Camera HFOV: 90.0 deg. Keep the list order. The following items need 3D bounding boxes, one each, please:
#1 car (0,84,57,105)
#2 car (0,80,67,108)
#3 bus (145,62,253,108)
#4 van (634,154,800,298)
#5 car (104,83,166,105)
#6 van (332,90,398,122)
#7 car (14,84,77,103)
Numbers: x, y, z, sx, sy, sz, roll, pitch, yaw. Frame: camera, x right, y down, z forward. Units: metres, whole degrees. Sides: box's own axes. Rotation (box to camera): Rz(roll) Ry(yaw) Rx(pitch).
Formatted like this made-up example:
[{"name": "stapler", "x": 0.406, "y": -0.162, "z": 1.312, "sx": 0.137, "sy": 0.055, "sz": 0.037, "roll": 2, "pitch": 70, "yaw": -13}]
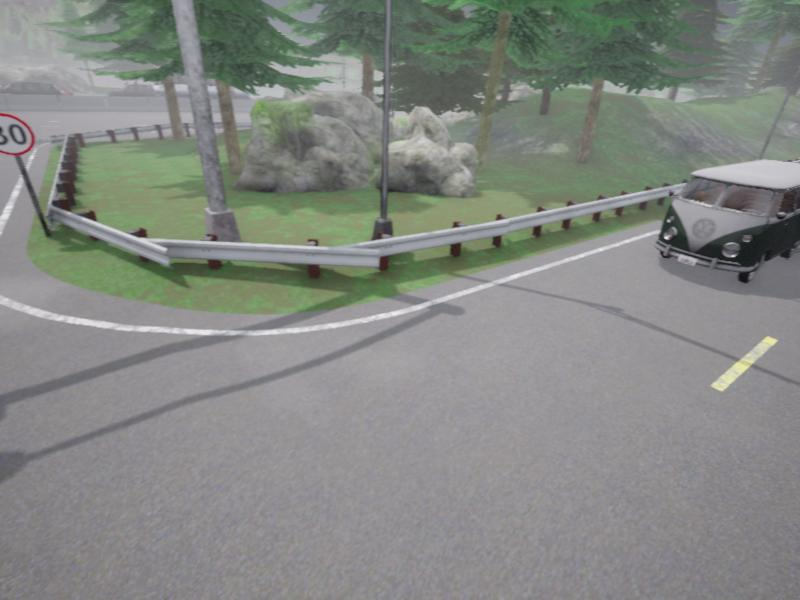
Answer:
[{"name": "car", "x": -36.937, "y": -20.065, "z": 39.137, "sx": 4.856, "sy": 1.649, "sz": 2.033, "roll": -16, "pitch": 34, "yaw": -32}, {"name": "car", "x": -34.499, "y": -18.951, "z": 36.825, "sx": 5.566, "sy": 2.045, "sz": 2.150, "roll": -16, "pitch": 33, "yaw": -32}, {"name": "bus", "x": -23.343, "y": -25.174, "z": 47.129, "sx": 10.273, "sy": 4.253, "sz": 3.944, "roll": -17, "pitch": 34, "yaw": -32}, {"name": "van", "x": 7.276, "y": -1.797, "z": 8.459, "sx": 4.442, "sy": 1.987, "sz": 1.775, "roll": -16, "pitch": 34, "yaw": -32}, {"name": "car", "x": -30.900, "y": -24.061, "z": 46.716, "sx": 5.566, "sy": 2.045, "sz": 2.150, "roll": -16, "pitch": 34, "yaw": -32}, {"name": "van", "x": -3.245, "y": -18.351, "z": 37.952, "sx": 5.915, "sy": 2.561, "sz": 1.988, "roll": -16, "pitch": 33, "yaw": -32}, {"name": "car", "x": -37.500, "y": -21.936, "z": 42.546, "sx": 4.611, "sy": 1.667, "sz": 2.242, "roll": -17, "pitch": 34, "yaw": -32}]
